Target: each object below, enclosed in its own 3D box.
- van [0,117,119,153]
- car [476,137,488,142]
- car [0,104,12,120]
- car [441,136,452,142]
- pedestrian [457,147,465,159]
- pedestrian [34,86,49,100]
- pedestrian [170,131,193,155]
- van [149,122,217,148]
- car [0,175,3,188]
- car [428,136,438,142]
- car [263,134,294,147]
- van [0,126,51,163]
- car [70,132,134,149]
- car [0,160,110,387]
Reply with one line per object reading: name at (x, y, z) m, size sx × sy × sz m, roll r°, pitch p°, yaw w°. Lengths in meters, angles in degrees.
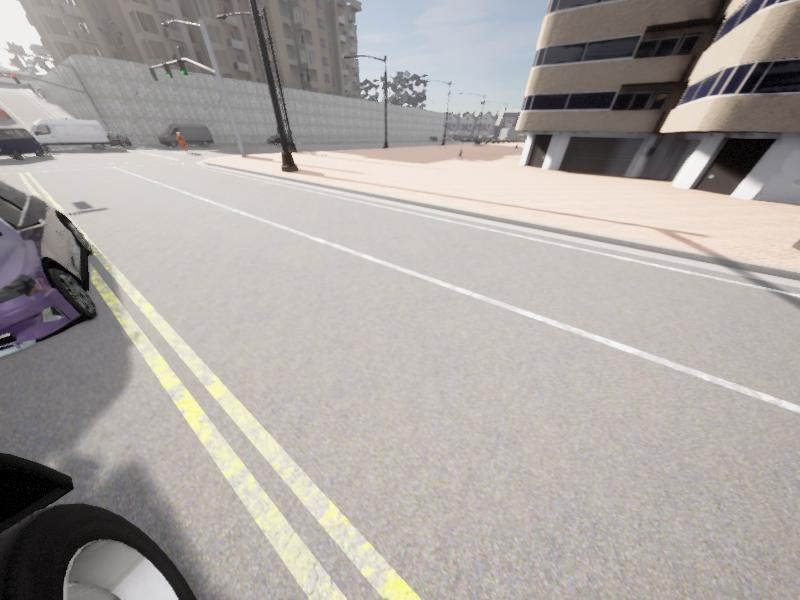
van at (-32.410, -15.891, 22.318) m, size 1.988 × 2.561 × 5.915 m, roll 23°, pitch 41°, yaw 27°
car at (30.443, -59.212, 85.303) m, size 2.038 × 1.542 × 4.974 m, roll 29°, pitch 44°, yaw 32°
car at (-61.969, -29.083, 35.014) m, size 4.553 × 1.767 × 2.097 m, roll 33°, pitch 45°, yaw 18°
car at (17.335, -59.737, 85.562) m, size 1.801 × 1.575 × 5.366 m, roll 23°, pitch 41°, yaw 27°
pedestrian at (6.759, -16.200, 25.478) m, size 0.500 × 1.100 × 0.500 m, roll -7°, pitch 37°, yaw -11°
pedestrian at (-68.105, -39.315, 43.897) m, size 0.751 × 1.860 × 0.751 m, roll 22°, pitch 41°, yaw 26°
pedestrian at (-21.092, -15.213, 22.357) m, size 0.751 × 1.860 × 0.751 m, roll 20°, pitch 40°, yaw 24°
van at (-29.014, -22.240, 31.204) m, size 1.988 × 2.561 × 5.915 m, roll 23°, pitch 41°, yaw 27°
car at (-18.377, -5.453, 9.322) m, size 3.633 × 1.501 × 1.845 m, roll 24°, pitch 42°, yaw 28°
car at (11.172, -54.654, 78.290) m, size 1.789 × 1.549 × 3.705 m, roll 23°, pitch 41°, yaw 27°
car at (-19.631, -25.929, 37.498) m, size 1.789 × 1.549 × 3.705 m, roll 23°, pitch 41°, yaw 27°
van at (-27.736, -10.922, 16.113) m, size 1.775 × 1.987 × 4.442 m, roll -18°, pitch 41°, yaw -25°
car at (-34.170, -18.490, 26.740) m, size 4.193 × 1.474 × 1.816 m, roll -26°, pitch 44°, yaw -33°
car at (-6.102, -0.667, 3.112) m, size 4.856 × 1.649 × 2.033 m, roll 29°, pitch 44°, yaw 32°
